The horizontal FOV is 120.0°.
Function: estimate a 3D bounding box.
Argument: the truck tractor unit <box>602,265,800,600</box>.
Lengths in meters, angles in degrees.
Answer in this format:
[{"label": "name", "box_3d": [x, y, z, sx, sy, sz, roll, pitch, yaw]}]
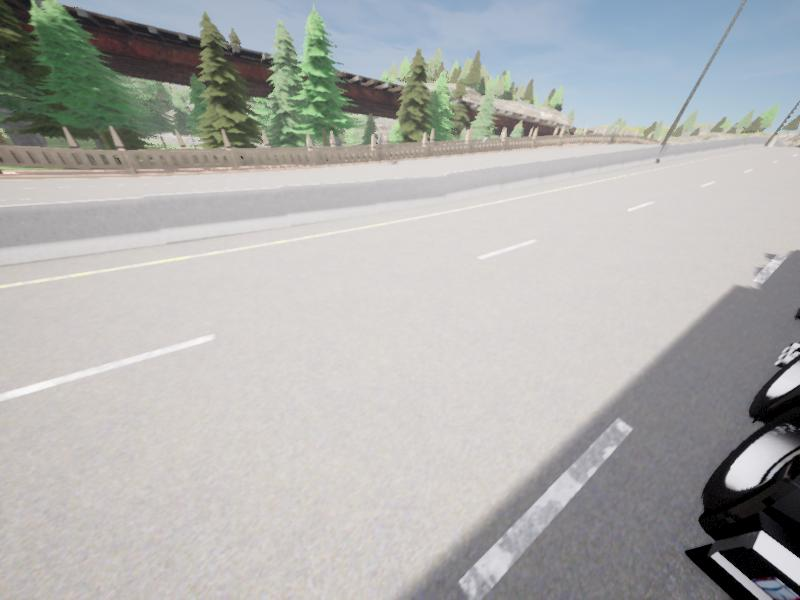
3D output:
[{"label": "truck tractor unit", "box_3d": [5.090, -0.327, 0.757, 6.516, 4.208, 3.053, -19, 39, -23]}]

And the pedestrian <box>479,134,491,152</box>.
[{"label": "pedestrian", "box_3d": [11.259, -20.882, 30.738, 0.751, 1.860, 0.751, -14, 37, -27]}]
